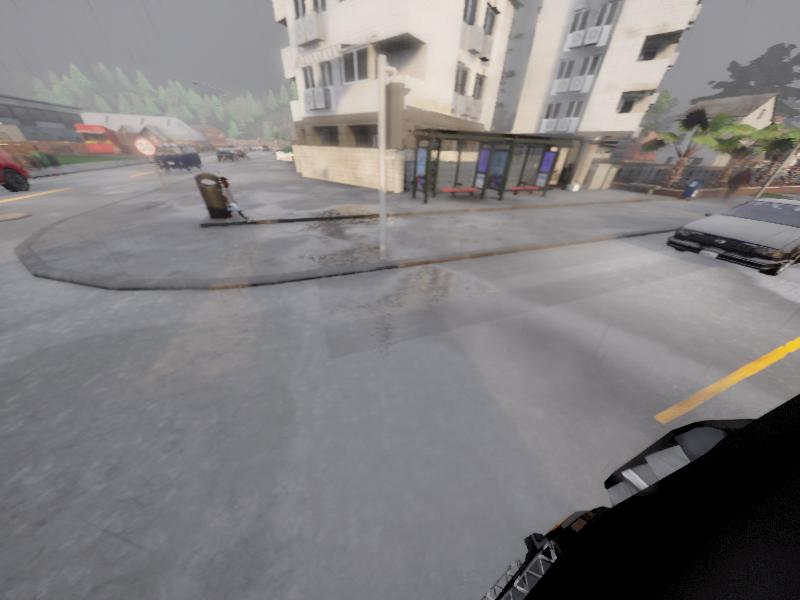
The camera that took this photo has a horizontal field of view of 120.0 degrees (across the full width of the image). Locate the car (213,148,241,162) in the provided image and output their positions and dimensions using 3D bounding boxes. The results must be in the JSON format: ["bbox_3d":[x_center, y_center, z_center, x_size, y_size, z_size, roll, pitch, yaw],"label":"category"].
[{"bbox_3d":[-23.505,-19.821,31.518,1.837,1.490,4.892,-10,35,-18],"label":"car"}]

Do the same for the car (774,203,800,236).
[{"bbox_3d":[16.479,-3.143,8.255,3.988,1.617,1.851,-10,35,-18],"label":"car"}]

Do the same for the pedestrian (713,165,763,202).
[{"bbox_3d":[19.986,-6.893,13.710,0.751,1.860,0.751,-12,36,-20],"label":"pedestrian"}]

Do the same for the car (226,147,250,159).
[{"bbox_3d":[-26.324,-24.010,37.760,2.163,1.488,4.792,-10,35,-18],"label":"car"}]

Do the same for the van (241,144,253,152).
[{"bbox_3d":[-43.078,-42.925,65.194,1.775,1.987,4.442,-10,35,-18],"label":"van"}]

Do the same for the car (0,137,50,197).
[{"bbox_3d":[-17.445,-4.810,8.454,2.150,2.045,5.566,-10,36,-18],"label":"car"}]

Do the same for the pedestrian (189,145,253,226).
[{"bbox_3d":[-4.757,-3.094,6.303,0.751,1.860,0.751,-14,36,-23],"label":"pedestrian"}]

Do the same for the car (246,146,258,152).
[{"bbox_3d":[-46.009,-47.028,71.815,2.033,1.411,5.357,-10,35,-18],"label":"car"}]

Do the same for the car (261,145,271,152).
[{"bbox_3d":[-42.031,-47.559,72.431,1.905,1.878,3.866,-10,35,-18],"label":"car"}]

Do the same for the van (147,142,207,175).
[{"bbox_3d":[-17.796,-11.551,18.778,1.775,1.987,4.442,-10,35,-18],"label":"van"}]

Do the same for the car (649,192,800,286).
[{"bbox_3d":[9.888,-1.872,6.135,5.357,1.411,2.033,-10,35,-18],"label":"car"}]
